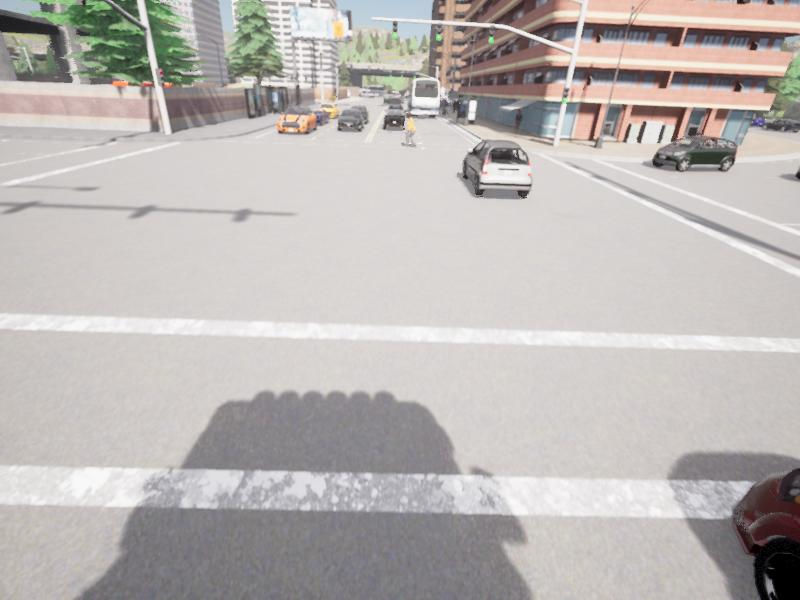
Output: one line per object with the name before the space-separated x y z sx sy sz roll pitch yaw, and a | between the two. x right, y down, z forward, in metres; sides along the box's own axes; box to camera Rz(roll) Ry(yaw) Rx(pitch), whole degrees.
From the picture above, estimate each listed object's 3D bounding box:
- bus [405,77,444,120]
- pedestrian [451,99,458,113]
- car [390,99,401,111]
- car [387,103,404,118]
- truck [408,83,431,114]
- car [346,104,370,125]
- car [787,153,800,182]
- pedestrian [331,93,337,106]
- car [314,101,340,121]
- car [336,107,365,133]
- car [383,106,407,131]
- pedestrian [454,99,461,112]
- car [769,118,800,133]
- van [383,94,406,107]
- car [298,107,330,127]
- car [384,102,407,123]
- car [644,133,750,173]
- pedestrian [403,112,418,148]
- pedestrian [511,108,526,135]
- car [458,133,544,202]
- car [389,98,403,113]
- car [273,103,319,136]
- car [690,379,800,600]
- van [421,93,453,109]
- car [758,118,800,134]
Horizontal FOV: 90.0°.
bus | 2.855 -25.618 50.801 3.944 4.253 10.273 2 28 -2
pedestrian | 8.080 -28.755 59.385 0.751 1.860 0.751 6 28 6
car | -0.737 -32.176 65.862 1.801 1.575 5.366 2 28 -2
car | -0.562 -23.835 50.200 2.033 1.411 5.357 2 28 -2
truck | 2.851 -31.168 61.796 2.891 3.827 8.468 2 28 -2
car | -3.928 -17.737 38.231 1.837 1.490 4.892 2 28 -2
car | 19.783 -5.933 17.706 3.806 1.475 1.970 -8 30 -20
pedestrian | -10.569 -32.257 64.471 0.751 1.860 0.751 3 28 1
car | -7.459 -19.583 41.393 1.882 1.535 5.008 2 28 -2
car | -3.854 -14.376 31.854 1.837 1.490 4.892 2 28 -2
car | -0.430 -15.986 35.041 1.930 1.638 5.238 2 28 -1
pedestrian | 9.101 -30.863 63.474 0.751 1.860 0.751 3 28 1
car | 53.400 -23.547 54.045 2.033 1.411 5.357 2 28 -1
van | -1.128 -39.754 79.739 4.442 1.987 1.775 2 28 -1
car | -7.392 -16.030 34.911 1.895 1.301 4.718 2 28 -2
car | -0.481 -20.223 43.050 2.242 1.667 4.611 2 28 -2
car | 14.432 -7.188 19.557 3.705 1.549 1.789 -4 28 -12
pedestrian | 0.582 -9.762 22.980 0.751 1.860 0.751 1 28 -2
pedestrian | 9.511 -14.364 32.181 0.751 1.860 0.751 3 28 1
car | 3.338 -4.806 14.110 1.851 1.617 3.988 2 28 -2
car | -0.654 -28.747 58.978 1.905 1.878 3.866 2 27 -2
car | -7.314 -12.985 28.601 2.097 1.767 4.553 2 28 -1
car | 3.479 2.156 1.215 1.994 1.385 4.181 2 28 -2
van | 7.308 -39.740 79.784 5.915 2.561 1.988 2 28 -1
car | 49.903 -22.809 52.248 1.837 1.490 4.892 2 28 -1
